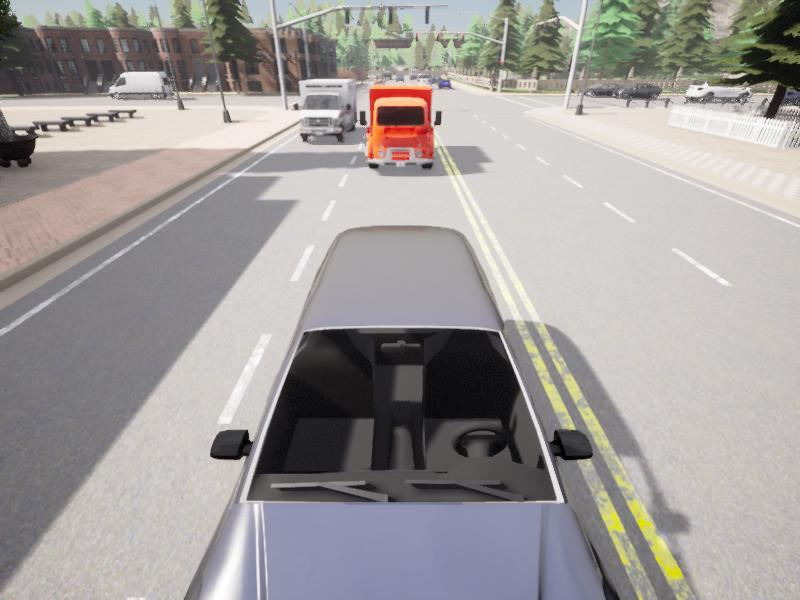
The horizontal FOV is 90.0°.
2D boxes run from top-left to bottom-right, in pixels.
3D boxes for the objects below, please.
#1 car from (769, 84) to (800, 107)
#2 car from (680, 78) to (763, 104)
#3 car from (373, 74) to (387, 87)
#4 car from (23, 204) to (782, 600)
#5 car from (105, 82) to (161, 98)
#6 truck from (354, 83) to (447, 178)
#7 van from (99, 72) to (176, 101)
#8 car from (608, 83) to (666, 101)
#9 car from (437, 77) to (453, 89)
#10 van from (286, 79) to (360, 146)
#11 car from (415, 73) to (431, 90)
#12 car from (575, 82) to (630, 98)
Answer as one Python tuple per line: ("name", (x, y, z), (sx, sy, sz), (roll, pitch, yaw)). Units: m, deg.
("car", (36.083, -18.007, 35.223), (4.856, 1.649, 2.033), (0, 30, 0))
("car", (30.485, -19.959, 38.144), (5.566, 2.045, 2.150), (0, 30, 0))
("car", (-3.446, -38.049, 69.353), (2.097, 1.767, 4.553), (0, 30, 0))
("car", (0.009, 0.763, 3.056), (2.242, 1.667, 4.611), (0, 30, 0))
("car", (-29.359, -23.206, 44.200), (4.514, 1.525, 2.007), (-3, 30, -5))
("truck", (0.021, -6.207, 14.188), (2.627, 2.467, 5.204), (0, 30, 0))
("van", (-26.840, -22.011, 41.154), (5.915, 2.561, 1.988), (-2, 30, -3))
("car", (24.448, -21.523, 41.336), (4.514, 1.525, 2.007), (0, 30, 0))
("car", (7.050, -34.171, 63.044), (2.007, 1.525, 4.514), (0, 30, 0))
("van", (-3.479, -9.384, 19.660), (2.351, 2.431, 6.366), (0, 30, 0))
("car", (3.550, -33.928, 62.052), (2.150, 2.045, 5.566), (0, 30, 0))
("car", (22.385, -23.261, 44.356), (4.792, 1.488, 2.163), (0, 30, 0))
